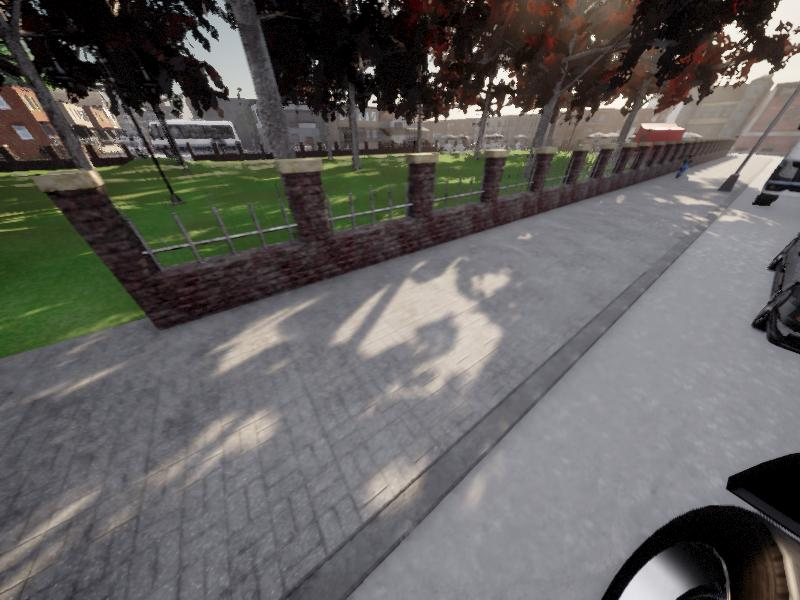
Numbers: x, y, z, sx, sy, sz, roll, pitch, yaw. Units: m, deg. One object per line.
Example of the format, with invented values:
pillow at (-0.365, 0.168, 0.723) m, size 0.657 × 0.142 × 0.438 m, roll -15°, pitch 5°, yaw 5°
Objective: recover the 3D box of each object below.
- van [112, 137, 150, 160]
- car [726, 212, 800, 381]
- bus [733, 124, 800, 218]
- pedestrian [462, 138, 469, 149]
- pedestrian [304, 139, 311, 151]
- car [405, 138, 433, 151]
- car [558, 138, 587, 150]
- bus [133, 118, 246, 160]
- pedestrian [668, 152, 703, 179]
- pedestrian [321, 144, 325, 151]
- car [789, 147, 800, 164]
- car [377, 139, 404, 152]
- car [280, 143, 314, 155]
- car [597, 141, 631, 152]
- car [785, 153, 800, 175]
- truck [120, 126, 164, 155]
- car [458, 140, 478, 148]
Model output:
van at (-36.316, -20.688, 31.407) m, size 2.351 × 2.431 × 6.366 m, roll -28°, pitch 44°, yaw -33°
car at (6.939, -0.340, 3.117) m, size 5.357 × 1.411 × 2.033 m, roll -22°, pitch 41°, yaw -28°
bus at (17.686, -5.928, 8.466) m, size 10.273 × 4.253 × 3.944 m, roll -22°, pitch 41°, yaw -28°
pedestrian at (13.428, -31.916, 47.146) m, size 0.751 × 1.860 × 0.751 m, roll -21°, pitch 40°, yaw -27°
pedestrian at (-17.417, -29.033, 43.336) m, size 0.751 × 1.860 × 0.751 m, roll -17°, pitch 38°, yaw -22°
car at (3.826, -31.275, 46.394) m, size 5.566 × 2.045 × 2.150 m, roll -24°, pitch 42°, yaw -30°
car at (35.099, -31.817, 47.034) m, size 1.905 × 1.878 × 3.866 m, roll -22°, pitch 41°, yaw -28°
bus at (-27.969, -22.219, 31.935) m, size 10.273 × 4.253 × 3.944 m, roll -16°, pitch 40°, yaw -22°
pedestrian at (17.016, -8.028, 13.781) m, size 0.751 × 1.300 × 0.751 m, roll -24°, pitch 42°, yaw -30°
pedestrian at (-14.725, -29.175, 44.173) m, size 0.500 × 1.100 × 0.500 m, roll -20°, pitch 40°, yaw -26°
car at (40.024, -14.212, 22.272) m, size 5.238 × 1.638 × 1.930 m, roll -24°, pitch 41°, yaw -30°
car at (-1.747, -29.024, 43.398) m, size 4.605 × 1.855 × 1.932 m, roll -23°, pitch 41°, yaw -28°
car at (-17.107, -25.323, 38.663) m, size 4.674 × 1.442 × 1.812 m, roll -22°, pitch 41°, yaw -28°
car at (39.255, -28.307, 42.451) m, size 1.851 × 1.617 × 3.988 m, roll -23°, pitch 41°, yaw -28°
car at (28.970, -9.761, 15.846) m, size 3.866 × 1.878 × 1.905 m, roll -23°, pitch 41°, yaw -28°
truck at (-45.617, -28.394, 41.189) m, size 2.891 × 3.827 × 8.468 m, roll -22°, pitch 41°, yaw -28°
car at (17.980, -41.411, 61.238) m, size 2.097 × 1.767 × 4.553 m, roll -23°, pitch 41°, yaw -28°
